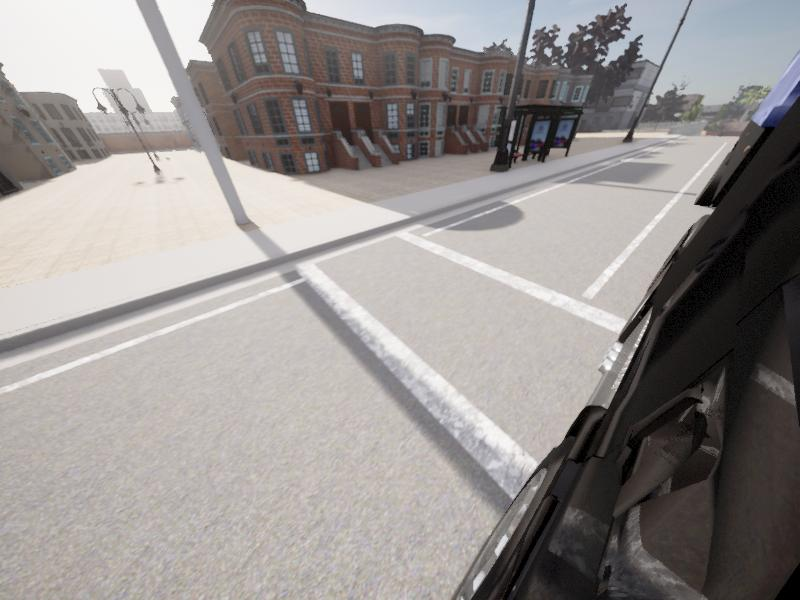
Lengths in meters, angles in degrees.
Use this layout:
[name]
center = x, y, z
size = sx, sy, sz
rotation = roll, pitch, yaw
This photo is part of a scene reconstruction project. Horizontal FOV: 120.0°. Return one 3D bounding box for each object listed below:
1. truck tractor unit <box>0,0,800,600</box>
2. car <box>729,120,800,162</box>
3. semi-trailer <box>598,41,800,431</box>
[truck tractor unit]
center = 2.645, -0.295, 0.352
size = 6.516, 4.208, 3.053
rotation = -28, 44, -30
[car]
center = 22.064, -9.548, 13.774
size = 4.553, 1.767, 2.097
rotation = -28, 43, -30
[semi-trailer]
center = 8.690, -3.590, 4.267
size = 14.254, 4.402, 2.717
rotation = -28, 44, -30
